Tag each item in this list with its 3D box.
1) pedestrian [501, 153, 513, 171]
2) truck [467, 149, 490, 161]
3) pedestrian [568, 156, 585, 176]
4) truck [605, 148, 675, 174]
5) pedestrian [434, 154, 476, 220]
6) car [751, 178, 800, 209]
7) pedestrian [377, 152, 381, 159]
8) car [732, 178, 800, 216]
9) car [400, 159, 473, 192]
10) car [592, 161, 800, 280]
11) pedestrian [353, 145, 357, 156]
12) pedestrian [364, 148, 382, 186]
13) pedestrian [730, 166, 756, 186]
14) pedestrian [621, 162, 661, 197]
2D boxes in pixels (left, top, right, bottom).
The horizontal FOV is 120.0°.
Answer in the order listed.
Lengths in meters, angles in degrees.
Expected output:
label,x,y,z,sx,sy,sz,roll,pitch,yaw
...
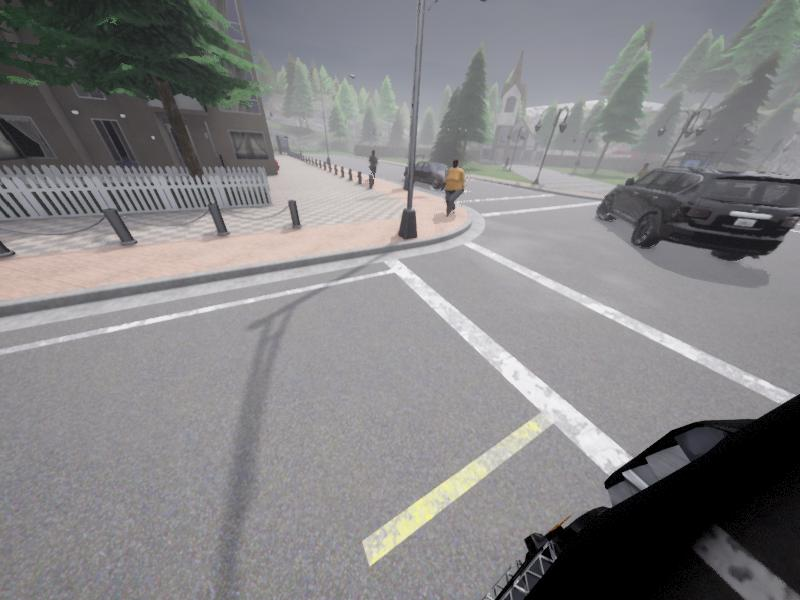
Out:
label,x,y,z,sx,sy,sz,roll,pitch,yaw
pedestrian,13.336,-17.165,28.799,0.751,1.860,0.751,2,34,-1
truck,21.022,-39.041,62.096,5.204,2.467,2.627,8,34,8
pedestrian,20.010,-15.181,26.238,0.751,1.860,0.751,10,34,10
truck,47.067,-27.693,45.765,2.891,3.827,8.468,-18,39,-29
pedestrian,1.784,-3.738,7.679,0.751,1.860,0.751,28,41,33
car,26.341,-7.274,15.570,3.806,1.475,1.970,-15,38,-25
pedestrian,-3.813,-25.736,41.066,0.500,1.100,0.500,25,39,30
car,21.361,-5.958,13.139,3.705,1.549,1.789,-15,38,-25
car,2.203,-8.627,15.814,2.033,1.411,5.357,-15,37,-24
car,8.552,-2.976,7.212,2.150,2.045,5.566,15,36,16
pedestrian,-9.254,-30.697,47.435,0.751,1.860,0.751,-4,34,-11
pedestrian,-1.547,-7.662,13.333,0.751,1.860,0.751,-15,37,-24
pedestrian,37.873,-13.744,25.525,0.751,1.860,0.751,-18,39,-28
pedestrian,14.951,-7.499,14.374,0.751,1.860,0.751,-6,35,-13
